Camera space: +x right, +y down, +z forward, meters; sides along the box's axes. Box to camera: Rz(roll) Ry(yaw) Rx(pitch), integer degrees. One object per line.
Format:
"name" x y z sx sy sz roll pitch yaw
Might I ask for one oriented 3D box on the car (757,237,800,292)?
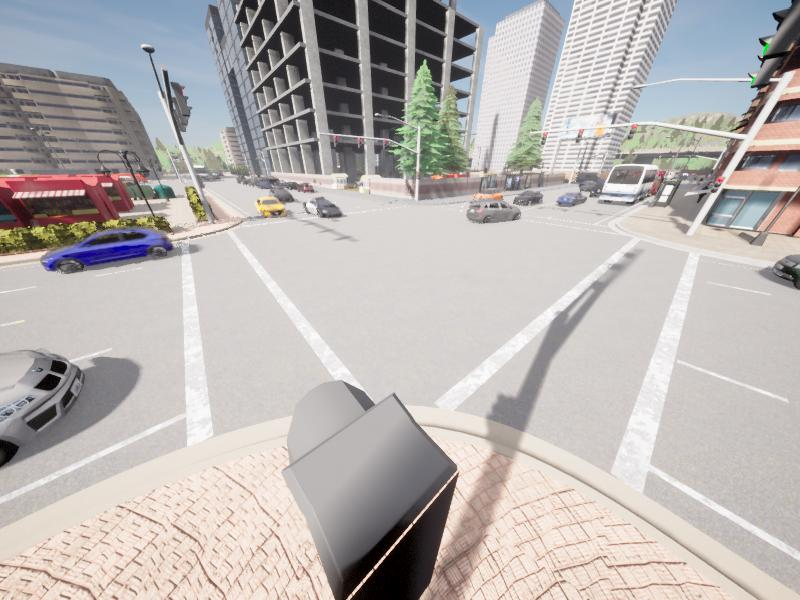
"car" 16.218 -0.903 7.905 3.705 1.549 1.789 21 36 32

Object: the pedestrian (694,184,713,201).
"pedestrian" 39.159 -13.883 29.839 0.751 1.860 0.751 -20 35 -31

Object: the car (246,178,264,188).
"car" -32.368 -26.160 51.584 2.152 1.651 5.027 -23 37 -34

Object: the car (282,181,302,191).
"car" -20.828 -22.030 44.514 1.882 1.535 5.008 -23 37 -34

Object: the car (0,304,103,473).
"car" -7.986 1.961 2.938 4.611 1.667 2.242 -22 37 -34

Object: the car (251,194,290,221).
"car" -12.027 -8.654 21.346 1.882 1.535 5.008 -20 36 -31

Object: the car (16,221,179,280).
"car" -13.559 -2.515 10.887 4.193 1.474 1.816 -26 39 -37

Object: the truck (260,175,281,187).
"truck" -30.214 -27.803 53.953 2.390 2.098 6.274 -23 37 -34

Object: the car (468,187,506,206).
"car" 10.696 -12.768 28.325 4.553 1.767 2.097 -23 37 -34

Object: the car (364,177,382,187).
"car" -5.875 -25.875 50.553 1.905 1.878 3.866 -23 37 -34

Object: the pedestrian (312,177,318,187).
"pedestrian" -17.830 -24.684 48.438 0.751 1.860 0.751 -13 32 -21

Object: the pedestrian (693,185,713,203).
"pedestrian" 36.561 -12.767 27.905 0.751 1.860 0.751 -24 38 -35

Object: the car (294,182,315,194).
"car" -16.556 -19.550 40.149 1.851 1.617 3.988 -23 37 -34

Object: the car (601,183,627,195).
"car" 36.103 -18.722 38.890 5.366 1.575 1.801 -23 37 -34

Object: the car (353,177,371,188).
"car" -8.128 -24.929 48.916 1.905 1.878 3.866 -23 37 -34

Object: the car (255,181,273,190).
"car" -27.697 -23.301 46.885 1.994 1.385 4.181 -23 37 -34

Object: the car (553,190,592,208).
"car" 20.837 -12.267 27.856 5.357 1.411 2.033 -23 37 -34

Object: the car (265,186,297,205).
"car" -15.132 -13.318 29.320 1.930 1.638 5.238 -23 37 -34

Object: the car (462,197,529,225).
"car" 7.854 -7.499 19.269 4.611 1.667 2.242 -11 32 -18

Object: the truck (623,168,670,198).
"truck" 38.913 -18.603 36.395 8.468 3.827 2.891 -23 37 -34

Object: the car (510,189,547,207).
"car" 15.622 -12.414 28.014 4.892 1.490 1.837 -23 37 -34

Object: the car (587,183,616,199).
"car" 29.977 -16.310 34.363 3.866 1.878 1.905 -23 37 -34

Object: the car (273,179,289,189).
"car" -25.198 -24.615 48.975 1.789 1.549 3.705 -23 37 -34

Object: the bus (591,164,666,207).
"bus" 29.081 -14.753 29.311 10.273 4.253 3.944 -23 37 -34

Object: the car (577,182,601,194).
"car" 33.643 -19.957 41.070 4.892 1.490 1.837 -23 37 -34

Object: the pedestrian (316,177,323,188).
"pedestrian" -16.559 -24.171 47.549 0.751 1.860 0.751 -22 37 -33

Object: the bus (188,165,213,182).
"bus" -62.415 -39.577 72.183 3.944 4.253 10.273 -24 37 -35

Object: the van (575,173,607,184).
"van" 52.109 -33.329 63.151 1.988 2.561 5.915 -22 37 -34

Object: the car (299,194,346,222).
"car" -7.166 -8.563 21.237 2.038 1.542 4.974 -23 38 -34
